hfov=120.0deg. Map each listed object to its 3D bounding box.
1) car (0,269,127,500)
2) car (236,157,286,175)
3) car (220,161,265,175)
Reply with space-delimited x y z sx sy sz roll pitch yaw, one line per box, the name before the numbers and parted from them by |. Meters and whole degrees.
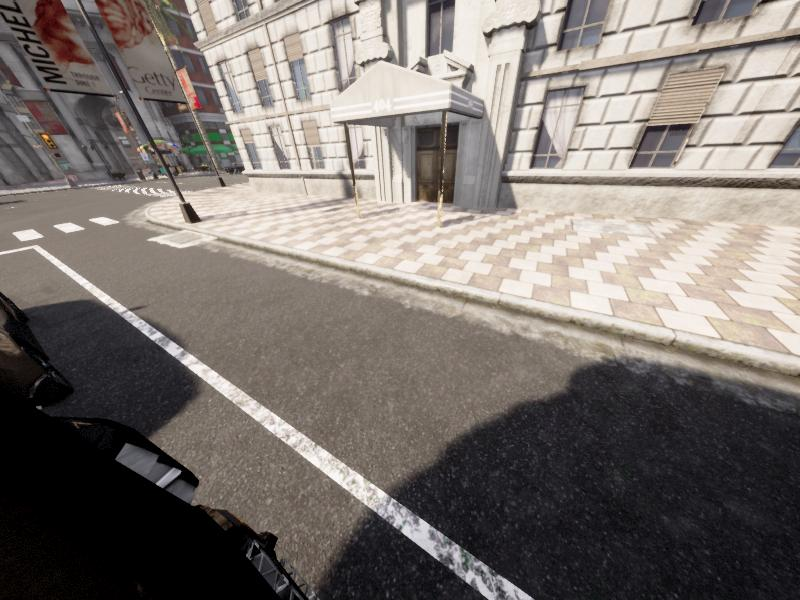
car | -5.464 0.514 2.229 4.902 1.511 2.128 15 38 25
car | -18.478 -18.039 31.054 1.930 1.638 5.238 16 38 26
car | -21.804 -18.456 32.253 1.895 1.301 4.718 16 38 27
